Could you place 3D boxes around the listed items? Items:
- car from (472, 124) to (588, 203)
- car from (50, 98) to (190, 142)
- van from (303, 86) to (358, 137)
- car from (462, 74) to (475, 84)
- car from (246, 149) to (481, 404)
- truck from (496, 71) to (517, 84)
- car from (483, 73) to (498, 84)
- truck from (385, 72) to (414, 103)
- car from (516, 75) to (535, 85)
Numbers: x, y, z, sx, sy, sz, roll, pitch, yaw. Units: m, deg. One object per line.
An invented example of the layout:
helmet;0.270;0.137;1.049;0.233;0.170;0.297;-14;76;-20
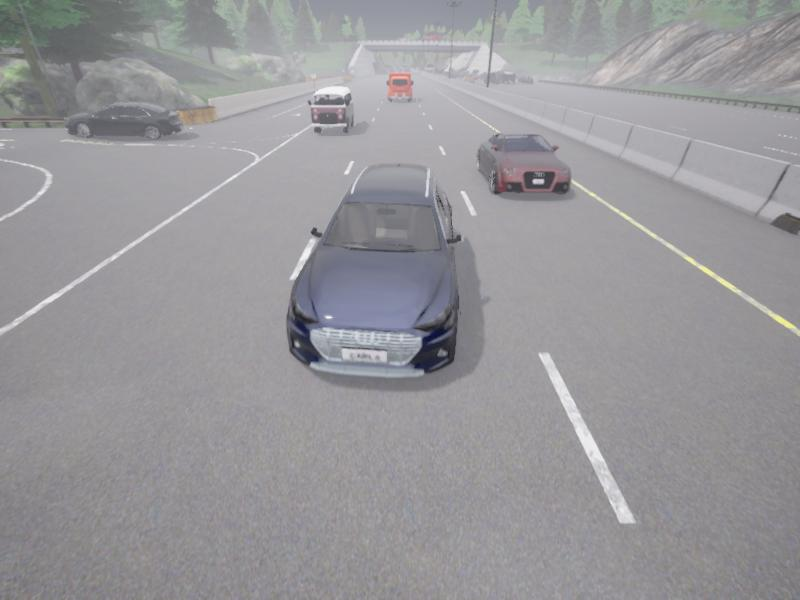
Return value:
car;3.501;-4.150;11.739;1.994;1.385;4.181;0;30;0
car;-12.987;-8.515;18.948;4.892;1.490;1.837;-2;33;-8
van;-3.497;-10.089;21.227;2.069;2.038;4.480;0;30;0
car;13.996;-45.405;82.096;1.801;1.575;5.366;0;30;0
car;-0.139;-0.901;5.927;2.033;1.649;4.856;3;30;4
truck;20.996;-43.950;79.059;2.390;2.098;6.274;0;30;0
car;17.498;-42.950;77.571;1.905;1.878;3.866;0;30;0
truck;0.002;-20.837;39.176;2.627;2.467;5.204;0;30;0
car;24.496;-42.979;78.047;2.128;1.511;4.902;0;30;0
